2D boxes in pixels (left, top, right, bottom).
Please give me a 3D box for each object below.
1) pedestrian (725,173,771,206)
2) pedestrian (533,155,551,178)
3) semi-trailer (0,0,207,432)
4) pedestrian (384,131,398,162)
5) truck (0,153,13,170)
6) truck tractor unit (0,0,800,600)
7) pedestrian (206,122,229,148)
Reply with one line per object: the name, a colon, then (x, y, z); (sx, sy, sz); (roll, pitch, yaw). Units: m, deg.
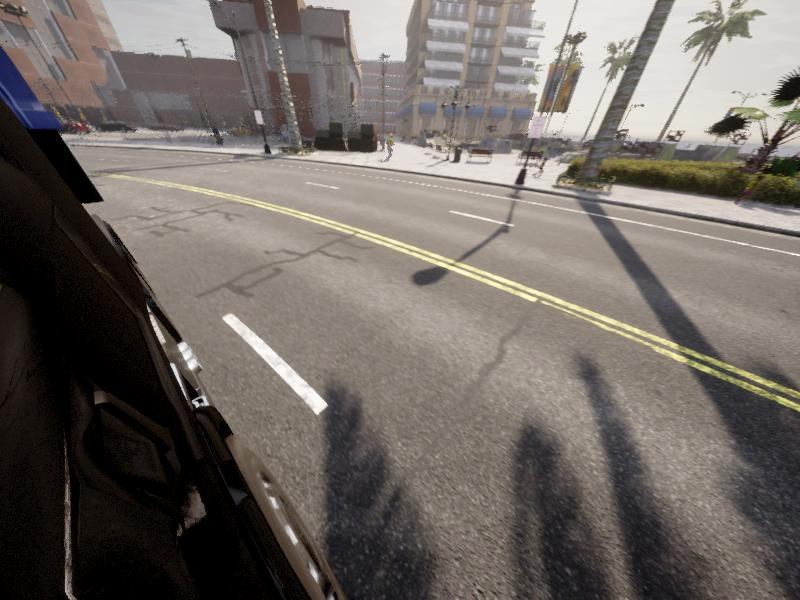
pedestrian: (14.337, -4.573, 9.544); (0.500, 1.100, 0.500); (31, 45, 32)
pedestrian: (8.428, -7.932, 13.701); (0.500, 1.100, 0.500); (22, 41, 24)
semi-trailer: (-9.039, -3.340, 3.875); (14.254, 4.402, 2.717); (24, 41, 26)
pedestrian: (-0.689, -11.455, 17.234); (0.751, 1.860, 0.751); (20, 40, 22)
truck: (-21.220, -6.473, 9.281); (6.274, 2.098, 2.390); (4, 36, 1)
truck tractor unit: (-2.645, -0.295, 0.352); (6.516, 4.208, 3.053); (28, 44, 30)
pedestrian: (-16.472, -14.887, 20.854); (0.751, 1.860, 0.751); (7, 37, 5)
